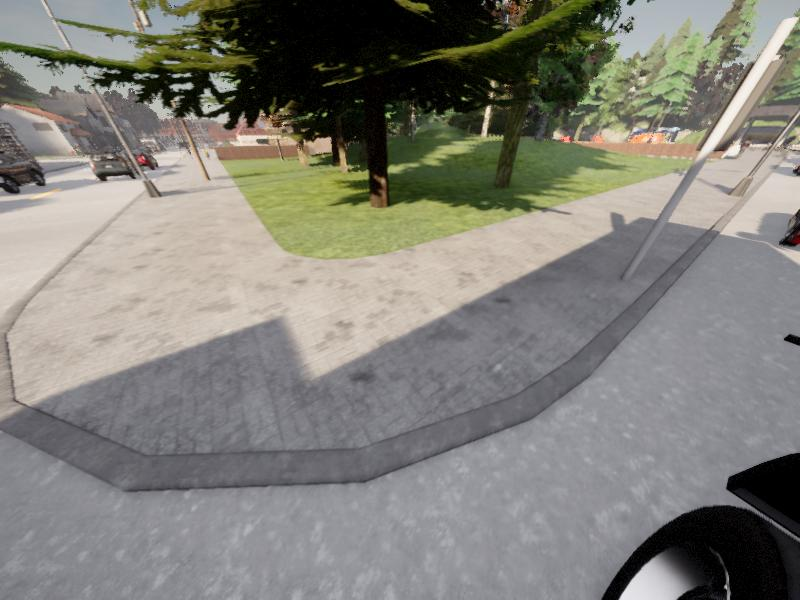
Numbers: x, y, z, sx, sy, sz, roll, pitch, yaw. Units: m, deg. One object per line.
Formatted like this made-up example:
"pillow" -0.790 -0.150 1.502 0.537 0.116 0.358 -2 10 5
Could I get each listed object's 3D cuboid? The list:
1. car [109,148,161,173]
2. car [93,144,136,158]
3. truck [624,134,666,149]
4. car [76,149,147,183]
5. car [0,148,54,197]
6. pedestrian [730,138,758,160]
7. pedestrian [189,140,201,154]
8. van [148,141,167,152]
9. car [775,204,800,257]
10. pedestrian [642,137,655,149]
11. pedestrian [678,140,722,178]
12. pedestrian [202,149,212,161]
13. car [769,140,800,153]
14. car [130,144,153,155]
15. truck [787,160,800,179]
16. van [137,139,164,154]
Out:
"car" -22.931 -12.299 20.214 2.007 1.525 4.514 -23 41 -29
"car" -42.292 -22.180 34.371 1.789 1.549 3.705 -2 35 -3
"truck" 51.946 -33.815 49.148 2.627 2.467 5.204 -22 41 -27
"car" -19.327 -9.224 15.756 1.851 1.617 3.988 -22 41 -28
"car" -20.826 -6.534 11.726 1.932 1.855 4.605 -22 41 -28
"pedestrian" 35.092 -15.441 23.596 0.751 1.860 0.751 -20 40 -26
"pedestrian" -34.164 -25.468 38.458 0.751 1.860 0.751 -17 39 -23
"van" -57.617 -36.726 55.077 2.069 2.038 4.480 -22 41 -28
"car" 11.091 -1.916 5.323 4.181 1.385 1.994 -22 41 -28
"pedestrian" 46.155 -29.189 42.960 0.751 1.860 0.751 -22 41 -28
"pedestrian" 18.073 -8.519 13.957 0.751 1.860 0.751 -21 40 -27
"pedestrian" -21.979 -16.534 26.348 0.500 1.100 0.500 -22 41 -28
"car" 61.211 -23.492 35.257 2.038 1.542 4.974 1 35 3
"car" -45.040 -26.324 40.331 1.816 1.474 4.193 -22 41 -28
"truck" 27.314 -8.953 14.188 5.204 2.467 2.627 -22 40 -28
"van" -51.868 -32.152 48.196 2.351 2.431 6.366 -22 41 -28
